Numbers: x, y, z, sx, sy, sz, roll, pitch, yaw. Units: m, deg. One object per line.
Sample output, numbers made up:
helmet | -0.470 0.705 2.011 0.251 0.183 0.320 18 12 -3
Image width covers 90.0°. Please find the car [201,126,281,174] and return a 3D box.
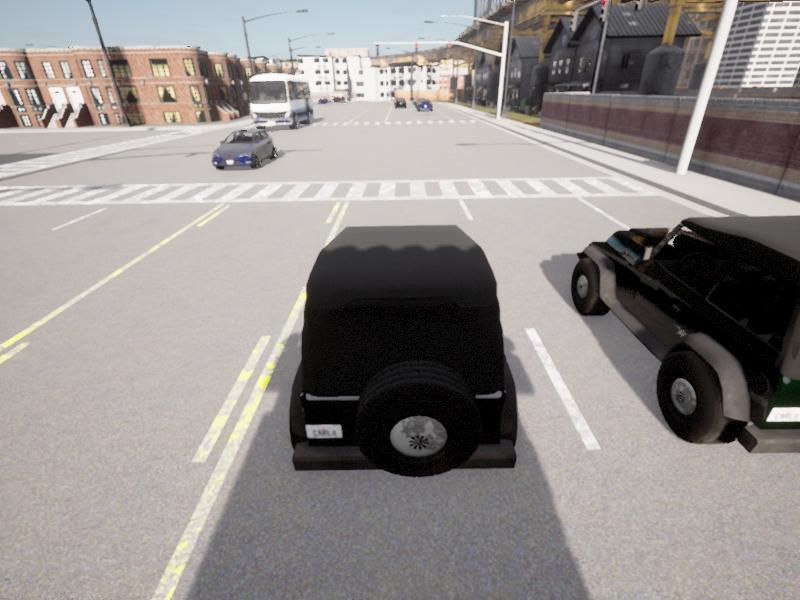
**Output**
car | -6.946 -6.852 18.036 1.816 1.474 4.193 -1 28 1

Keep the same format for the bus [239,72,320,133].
bus | -10.319 -17.899 36.100 3.944 4.253 10.273 -1 28 1

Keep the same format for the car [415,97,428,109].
car | 3.638 -33.435 67.841 1.882 1.535 5.008 -1 28 1

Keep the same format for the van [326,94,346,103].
van | -15.866 -50.154 99.700 4.480 2.038 2.069 15 32 28

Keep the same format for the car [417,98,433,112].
car | 3.621 -28.614 58.632 2.152 1.651 5.027 -1 28 1

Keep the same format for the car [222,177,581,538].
car | 0.024 0.043 4.272 1.905 1.878 3.866 -1 28 1

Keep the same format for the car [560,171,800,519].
car | 3.523 -0.063 4.336 1.905 1.878 3.866 -1 28 1

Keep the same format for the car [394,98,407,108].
car | 0.143 -34.565 70.178 2.163 1.488 4.792 -1 28 1

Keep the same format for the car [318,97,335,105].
car | -17.066 -46.373 93.093 3.633 1.501 1.845 19 34 33
